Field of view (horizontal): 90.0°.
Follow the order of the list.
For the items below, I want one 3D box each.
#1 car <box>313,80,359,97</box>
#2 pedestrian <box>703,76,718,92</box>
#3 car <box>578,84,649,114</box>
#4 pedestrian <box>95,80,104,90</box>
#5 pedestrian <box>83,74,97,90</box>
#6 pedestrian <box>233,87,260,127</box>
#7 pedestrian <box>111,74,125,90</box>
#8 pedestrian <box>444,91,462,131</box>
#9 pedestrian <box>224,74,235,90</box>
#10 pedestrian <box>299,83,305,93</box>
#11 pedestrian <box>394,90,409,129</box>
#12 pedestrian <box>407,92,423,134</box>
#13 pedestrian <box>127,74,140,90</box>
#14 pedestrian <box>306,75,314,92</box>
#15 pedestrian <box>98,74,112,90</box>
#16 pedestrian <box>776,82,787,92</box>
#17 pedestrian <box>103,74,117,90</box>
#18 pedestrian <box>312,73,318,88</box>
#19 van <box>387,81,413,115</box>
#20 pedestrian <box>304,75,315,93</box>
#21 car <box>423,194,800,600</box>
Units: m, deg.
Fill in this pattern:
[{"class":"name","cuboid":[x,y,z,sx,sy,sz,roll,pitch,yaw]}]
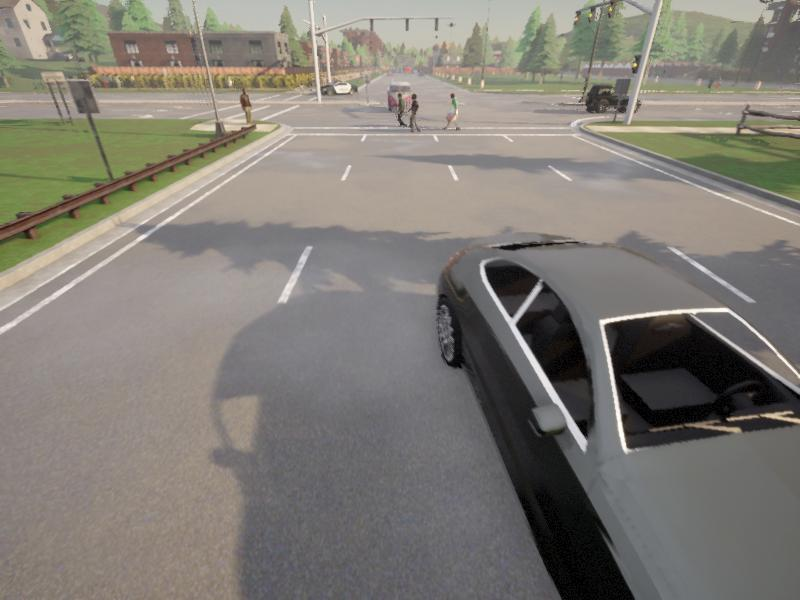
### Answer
[{"class":"car","cuboid":[-7.511,-24.955,47.104,4.974,1.542,2.038,-25,39,-36]},{"class":"pedestrian","cuboid":[40.209,-27.999,51.809,0.751,1.860,0.751,2,30,3]},{"class":"car","cuboid":[15.747,-14.909,29.665,3.866,1.878,1.905,0,30,0]},{"class":"pedestrian","cuboid":[-40.302,-28.844,53.702,0.500,1.100,0.500,2,30,2]},{"class":"pedestrian","cuboid":[-41.406,-29.165,53.495,0.751,1.860,0.751,22,37,33]},{"class":"pedestrian","cuboid":[-8.234,-10.395,21.542,0.751,1.860,0.751,19,35,29]},{"class":"pedestrian","cuboid":[-37.738,-29.204,53.574,0.751,1.860,0.751,0,30,0]},{"class":"pedestrian","cuboid":[2.793,-9.993,21.197,0.751,1.860,0.751,2,30,4]},{"class":"pedestrian","cuboid":[-22.850,-29.198,53.620,0.751,1.860,0.751,0,30,0]},{"class":"pedestrian","cuboid":[-11.895,-25.653,48.355,0.500,1.100,0.500,0,30,-1]},{"class":"pedestrian","cuboid":[0.085,-10.407,21.904,0.751,1.860,0.751,1,30,2]},{"class":"pedestrian","cuboid":[0.732,-9.485,20.322,0.751,1.860,0.751,0,30,-1]},{"class":"pedestrian","cuboid":[-35.674,-29.215,53.602,0.751,1.860,0.751,1,30,1]},{"class":"pedestrian","cuboid":[-11.213,-27.037,49.910,0.751,1.860,0.751,0,30,0]},{"class":"pedestrian","cuboid":[-39.468,-29.150,53.476,0.751,1.860,0.751,21,36,32]},{"class":"pedestrian","cuboid":[49.452,-27.531,51.796,0.500,1.100,0.500,2,30,3]},{"class":"pedestrian","cuboid":[-38.861,-29.252,53.652,0.751,1.860,0.751,16,34,24]},{"class":"pedestrian","cuboid":[-12.880,-33.290,60.650,0.751,1.860,0.751,-5,31,-8]},{"class":"van","cuboid":[-0.010,-15.402,30.350,1.775,1.987,4.442,0,31,0]},{"class":"pedestrian","cuboid":[-11.012,-26.346,48.740,0.751,1.860,0.751,18,35,28]},{"class":"car","cuboid":[1.779,0.691,3.225,2.152,1.651,5.027,-5,30,-8]}]
